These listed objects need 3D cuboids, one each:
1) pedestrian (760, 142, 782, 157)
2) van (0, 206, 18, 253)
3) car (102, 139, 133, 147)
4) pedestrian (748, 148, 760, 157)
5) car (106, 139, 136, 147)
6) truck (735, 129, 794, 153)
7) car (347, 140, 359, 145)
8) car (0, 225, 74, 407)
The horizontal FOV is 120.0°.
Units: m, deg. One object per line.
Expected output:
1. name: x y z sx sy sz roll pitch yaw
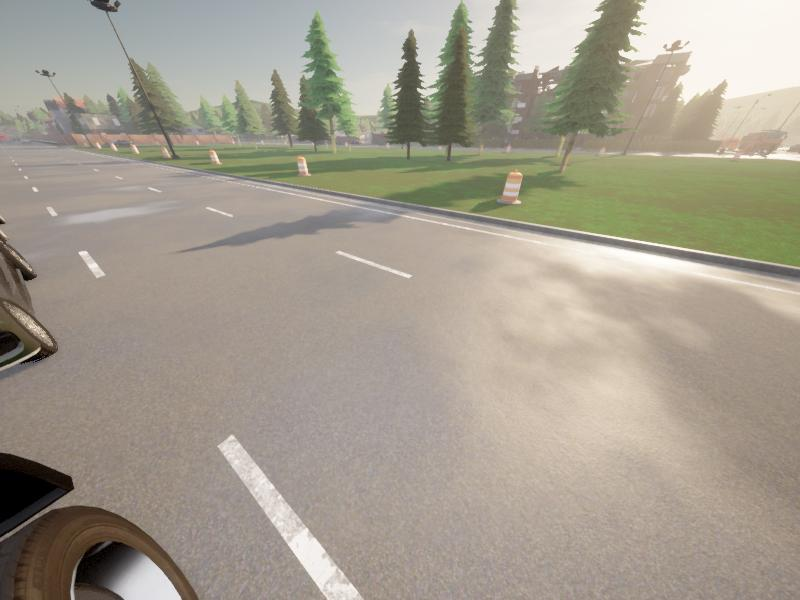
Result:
1. pedestrian: 56.445 -22.869 35.133 0.751 1.860 0.751 20 40 25
2. van: -11.579 -2.365 5.469 4.442 1.987 1.775 22 41 28
3. car: -77.182 -43.014 63.124 2.242 1.667 4.611 13 37 18
4. pedestrian: 55.422 -23.153 36.192 0.500 1.100 0.500 -29 45 -35
5. car: -74.199 -41.775 61.456 2.007 1.525 4.514 12 37 17
6. truck: 75.040 -32.970 47.948 2.891 3.827 8.468 22 40 28
7. car: -16.161 -54.713 80.139 3.705 1.549 1.789 22 41 28
8. car: -6.488 -0.147 2.682 5.027 1.651 2.152 22 41 28
